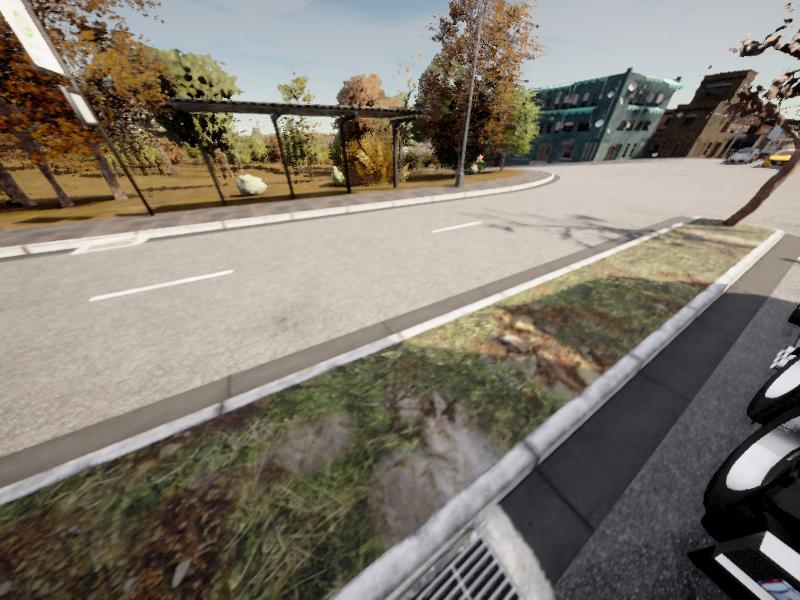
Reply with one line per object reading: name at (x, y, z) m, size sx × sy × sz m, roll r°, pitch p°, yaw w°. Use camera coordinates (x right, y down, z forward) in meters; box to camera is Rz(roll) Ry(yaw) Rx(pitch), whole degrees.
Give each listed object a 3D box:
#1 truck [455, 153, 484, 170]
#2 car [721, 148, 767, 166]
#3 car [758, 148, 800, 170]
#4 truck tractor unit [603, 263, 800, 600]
truck at (13.368, -26.831, 44.886) m, size 2.627 × 2.467 × 5.204 m, roll -12°, pitch 31°, yaw -17°
car at (38.023, -15.902, 25.571) m, size 3.633 × 1.501 × 1.845 m, roll -19°, pitch 38°, yaw -24°
car at (38.019, -13.932, 22.718) m, size 5.008 × 1.535 × 1.882 m, roll -19°, pitch 39°, yaw -24°
truck tractor unit at (5.115, -0.293, 0.801) m, size 6.516 × 4.208 × 3.053 m, roll -18°, pitch 39°, yaw -25°
